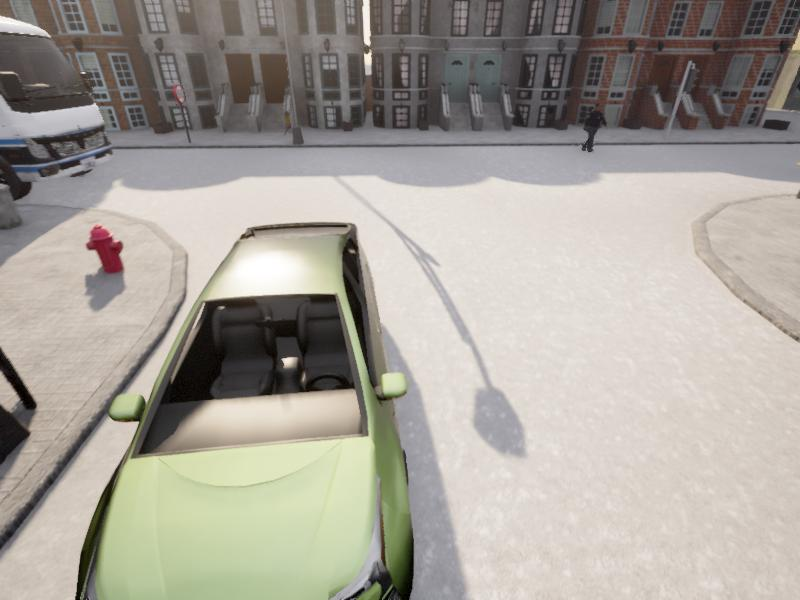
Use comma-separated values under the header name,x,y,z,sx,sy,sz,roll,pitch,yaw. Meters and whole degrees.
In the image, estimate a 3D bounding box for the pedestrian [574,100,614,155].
name,x,y,z,sx,sy,sz,roll,pitch,yaw
pedestrian,7.497,-6.686,15.532,0.751,1.860,0.751,-1,30,-2

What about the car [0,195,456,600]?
name,x,y,z,sx,sy,sz,roll,pitch,yaw
car,-1.050,0.426,3.750,2.007,1.525,4.514,-3,31,-6

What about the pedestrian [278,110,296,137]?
name,x,y,z,sx,sy,sz,roll,pitch,yaw
pedestrian,-5.262,-8.223,18.679,0.500,1.100,0.500,4,31,6

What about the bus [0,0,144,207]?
name,x,y,z,sx,sy,sz,roll,pitch,yaw
bus,-13.584,-5.043,10.370,10.273,4.253,3.944,-1,30,-2
